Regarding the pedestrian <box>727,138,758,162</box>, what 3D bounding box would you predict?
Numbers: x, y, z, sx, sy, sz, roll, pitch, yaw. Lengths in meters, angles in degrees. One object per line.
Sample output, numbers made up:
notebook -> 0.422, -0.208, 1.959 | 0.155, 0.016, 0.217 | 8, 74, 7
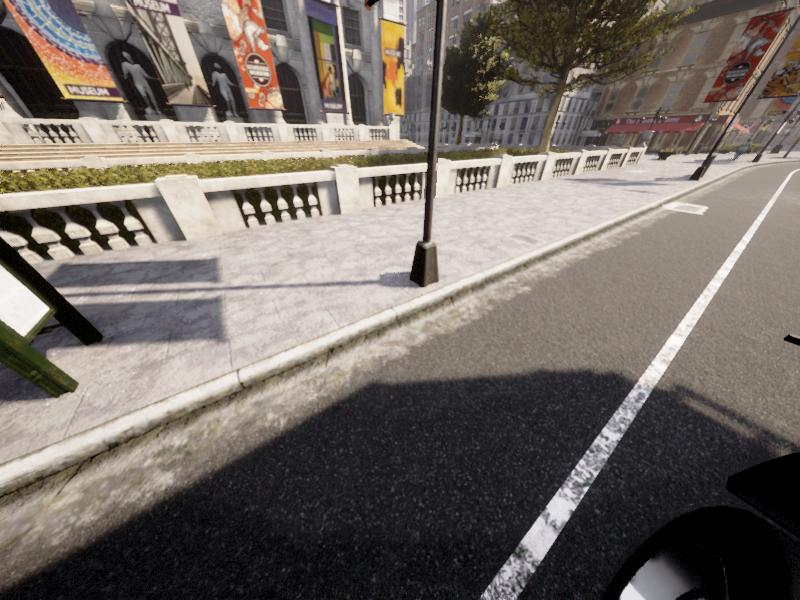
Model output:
pedestrian -> 33.129, -14.529, 22.380 | 0.751, 1.860, 0.751 | -15, 38, -20
